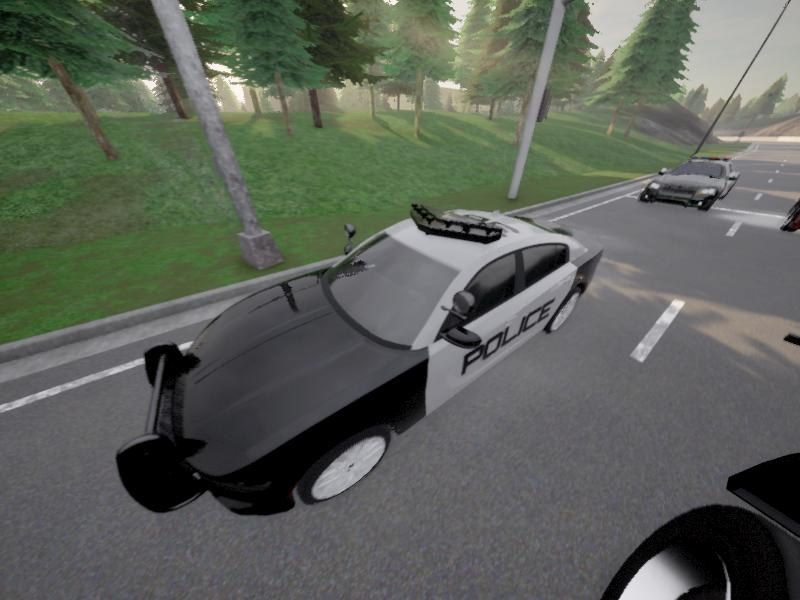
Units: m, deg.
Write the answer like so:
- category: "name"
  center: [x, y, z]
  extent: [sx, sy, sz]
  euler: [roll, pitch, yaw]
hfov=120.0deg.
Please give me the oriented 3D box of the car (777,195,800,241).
- category: "car"
  center: [12.457, -2.507, 6.133]
  extent: [4.181, 1.385, 1.994]
  euler: [-22, 41, -28]

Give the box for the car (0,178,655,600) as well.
- category: "car"
  center: [0.363, -0.139, 2.671]
  extent: [5.238, 1.638, 1.930]
  euler: [-22, 41, -28]

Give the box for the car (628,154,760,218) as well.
- category: "car"
  center: [11.548, -4.674, 9.066]
  extent: [4.974, 1.542, 2.038]
  euler: [-23, 41, -28]
